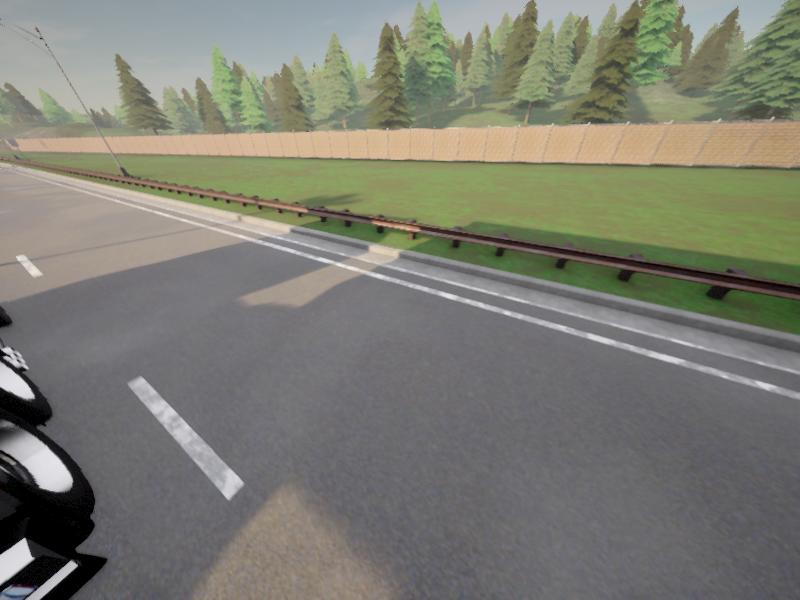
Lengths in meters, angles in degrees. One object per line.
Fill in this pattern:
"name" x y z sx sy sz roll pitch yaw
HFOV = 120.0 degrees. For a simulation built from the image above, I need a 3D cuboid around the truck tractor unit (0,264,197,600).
"truck tractor unit" -5.117 -0.288 0.799 6.516 4.208 3.053 18 39 25
